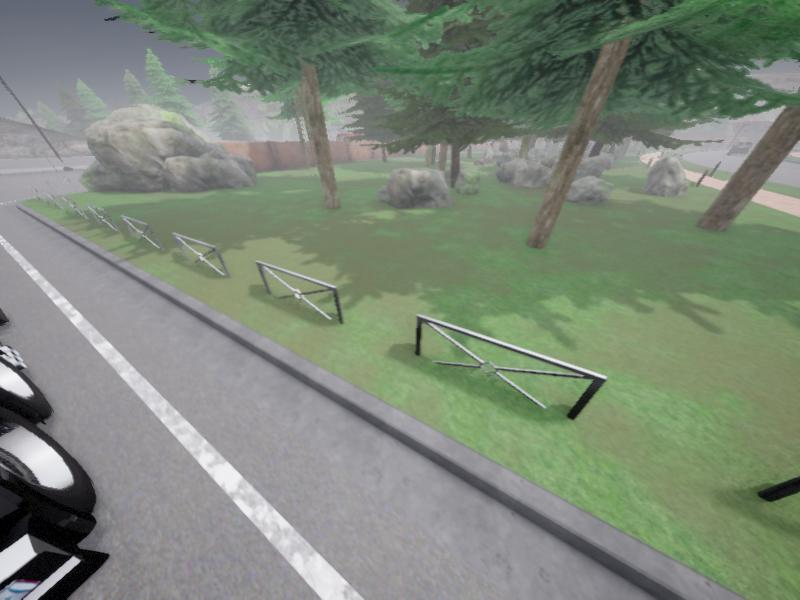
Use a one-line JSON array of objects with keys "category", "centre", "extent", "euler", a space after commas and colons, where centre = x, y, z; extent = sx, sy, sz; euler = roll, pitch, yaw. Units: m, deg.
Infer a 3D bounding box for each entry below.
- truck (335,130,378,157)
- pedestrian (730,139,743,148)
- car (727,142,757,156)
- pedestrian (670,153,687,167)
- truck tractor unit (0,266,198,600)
[{"category": "truck", "centre": [-7.915, -29.485, 43.491], "extent": [2.891, 3.827, 8.468], "euler": [17, 39, 24]}, {"category": "pedestrian", "centre": [84.593, -39.368, 58.070], "extent": [0.751, 1.860, 0.751], "euler": [-12, 37, -16]}, {"category": "car", "centre": [56.176, -24.886, 37.916], "extent": [4.553, 1.767, 2.097], "euler": [-24, 41, -30]}, {"category": "pedestrian", "centre": [25.712, -12.914, 21.330], "extent": [0.500, 1.100, 0.500], "euler": [18, 39, 25]}, {"category": "truck tractor unit", "centre": [-5.121, -0.288, 0.776], "extent": [6.516, 4.208, 3.053], "euler": [18, 39, 24]}]
